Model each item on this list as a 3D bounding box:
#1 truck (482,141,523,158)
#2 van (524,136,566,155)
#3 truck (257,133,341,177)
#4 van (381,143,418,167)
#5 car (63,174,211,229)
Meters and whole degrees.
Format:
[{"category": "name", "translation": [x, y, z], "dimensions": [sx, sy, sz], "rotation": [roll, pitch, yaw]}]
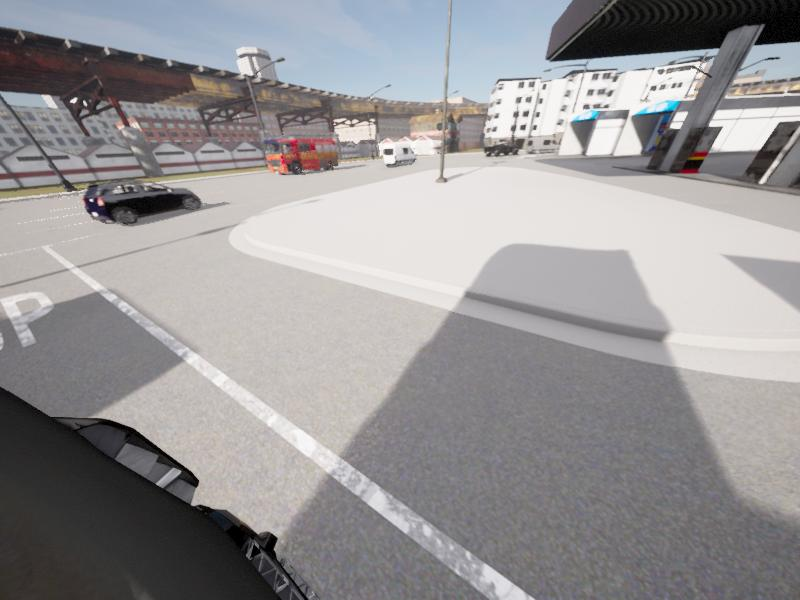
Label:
[{"category": "truck", "translation": [17.632, -26.021, 39.892], "dimensions": [6.274, 2.098, 2.390], "rotation": [-16, 36, -19]}, {"category": "van", "translation": [25.760, -27.597, 41.231], "dimensions": [5.915, 2.561, 1.988], "rotation": [-7, 34, -6]}, {"category": "truck", "translation": [-11.264, -17.162, 27.247], "dimensions": [2.891, 3.827, 8.468], "rotation": [16, 38, 26]}, {"category": "van", "translation": [0.141, -19.927, 31.683], "dimensions": [1.988, 2.561, 5.915], "rotation": [18, 39, 28]}, {"category": "car", "translation": [-11.125, -4.473, 10.189], "dimensions": [1.845, 1.501, 3.633], "rotation": [9, 36, 19]}]
